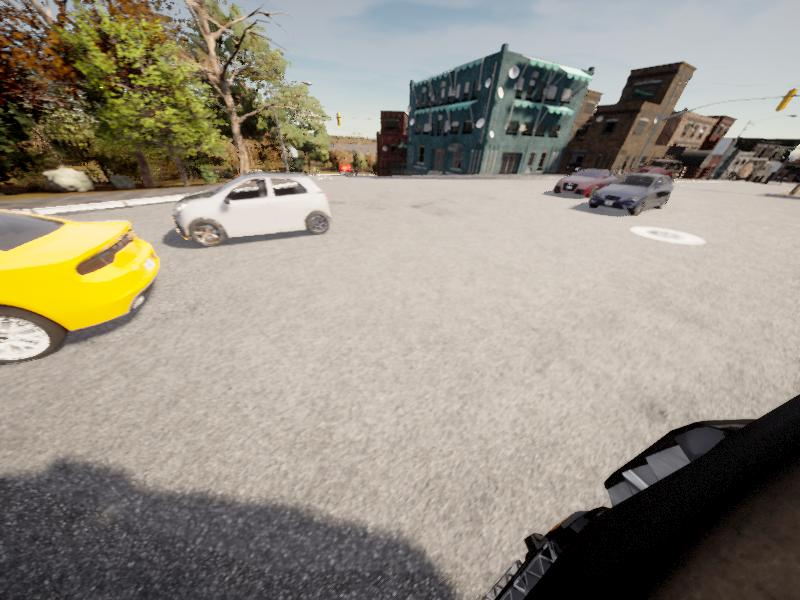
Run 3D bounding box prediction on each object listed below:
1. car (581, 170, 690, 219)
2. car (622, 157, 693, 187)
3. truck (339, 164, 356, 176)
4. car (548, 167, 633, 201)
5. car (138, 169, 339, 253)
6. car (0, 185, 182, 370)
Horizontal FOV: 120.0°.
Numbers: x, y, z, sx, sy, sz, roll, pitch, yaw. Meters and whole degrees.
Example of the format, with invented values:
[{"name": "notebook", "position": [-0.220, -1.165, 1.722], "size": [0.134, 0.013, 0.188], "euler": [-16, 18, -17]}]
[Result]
[{"name": "car", "position": [10.550, -4.858, 10.397], "size": [4.193, 1.474, 1.816], "euler": [-17, 38, -25]}, {"name": "car", "position": [21.394, -10.664, 19.289], "size": [3.866, 1.878, 1.905], "euler": [-8, 36, -17]}, {"name": "truck", "position": [-12.984, -32.143, 57.272], "size": [2.627, 2.467, 5.204], "euler": [3, 28, 2]}, {"name": "car", "position": [11.156, -6.933, 13.601], "size": [4.181, 1.385, 1.994], "euler": [-17, 38, -25]}, {"name": "car", "position": [-3.778, -2.548, 6.149], "size": [3.633, 1.501, 1.845], "euler": [-16, 37, -26]}, {"name": "car", "position": [-5.807, -0.060, 2.209], "size": [5.008, 1.535, 1.882], "euler": [-16, 38, -26]}]
